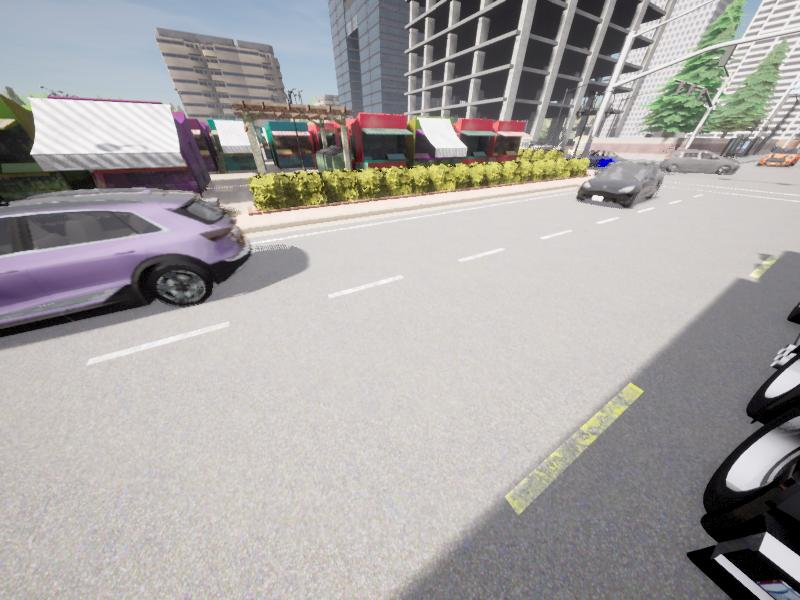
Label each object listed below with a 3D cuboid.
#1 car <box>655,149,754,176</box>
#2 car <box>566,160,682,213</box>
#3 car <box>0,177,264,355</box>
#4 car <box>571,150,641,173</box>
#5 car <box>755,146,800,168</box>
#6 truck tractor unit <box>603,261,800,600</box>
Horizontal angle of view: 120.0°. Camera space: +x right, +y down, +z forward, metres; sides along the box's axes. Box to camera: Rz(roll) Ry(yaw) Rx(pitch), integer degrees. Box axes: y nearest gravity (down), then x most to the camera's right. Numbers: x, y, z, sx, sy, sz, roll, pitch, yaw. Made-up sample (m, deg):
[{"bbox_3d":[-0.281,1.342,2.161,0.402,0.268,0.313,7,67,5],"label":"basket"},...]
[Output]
[{"bbox_3d":[25.091,-11.623,19.387,4.611,1.667,2.242,28,44,34],"label":"car"},{"bbox_3d":[9.996,-5.251,10.315,4.792,1.488,2.163,-22,40,-28],"label":"car"},{"bbox_3d":[-5.080,-0.653,3.479,4.856,1.649,2.033,-18,39,-24],"label":"car"},{"bbox_3d":[18.296,-12.581,20.810,1.816,1.474,4.193,-13,37,-18],"label":"car"},{"bbox_3d":[41.593,-15.604,25.127,4.553,1.767,2.097,-18,39,-24],"label":"car"},{"bbox_3d":[5.104,-0.308,0.788,6.516,4.208,3.053,-19,39,-24],"label":"truck tractor unit"}]
